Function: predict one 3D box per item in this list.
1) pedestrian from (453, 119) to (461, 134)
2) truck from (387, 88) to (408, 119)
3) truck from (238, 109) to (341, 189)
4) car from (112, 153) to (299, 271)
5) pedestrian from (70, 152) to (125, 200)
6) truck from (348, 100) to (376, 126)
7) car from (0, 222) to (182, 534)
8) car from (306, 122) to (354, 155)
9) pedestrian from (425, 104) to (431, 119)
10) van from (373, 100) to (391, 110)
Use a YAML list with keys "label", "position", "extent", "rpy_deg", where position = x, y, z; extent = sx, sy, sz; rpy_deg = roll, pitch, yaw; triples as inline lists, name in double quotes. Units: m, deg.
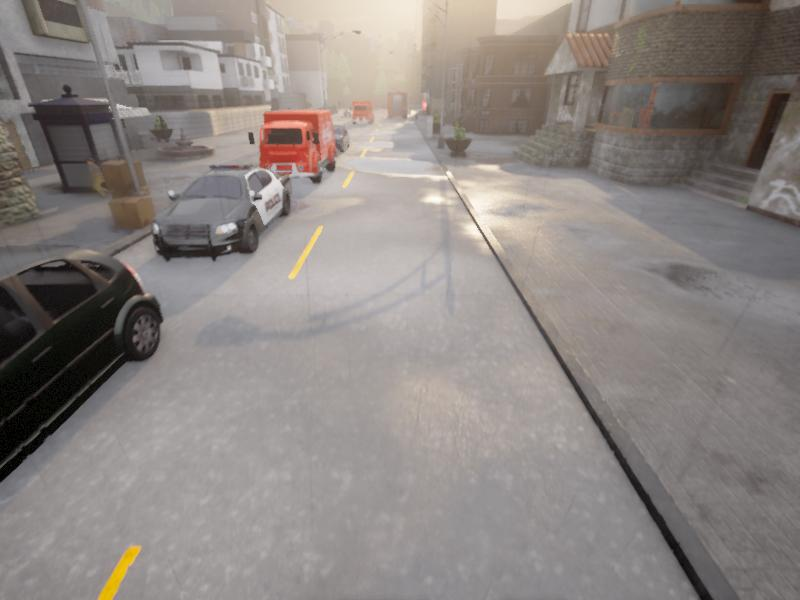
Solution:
- label: "pedestrian"
  position: [4.738, -14.473, 33.389]
  extent: [0.500, 1.100, 0.500]
  rpy_deg: [-4, 27, -8]
- label: "truck"
  position: [-0.361, -29.150, 59.313]
  extent: [2.891, 3.827, 8.468]
  rpy_deg: [0, 27, 0]
- label: "truck"
  position: [-4.114, -6.320, 16.262]
  extent: [2.627, 2.467, 5.204]
  rpy_deg: [0, 27, 0]
- label: "car"
  position: [-4.076, -2.383, 9.617]
  extent: [2.038, 1.542, 4.974]
  rpy_deg: [0, 27, 0]
- label: "pedestrian"
  position: [-9.466, -3.900, 12.551]
  extent: [0.751, 1.300, 0.751]
  rpy_deg: [9, 29, 18]
- label: "truck"
  position: [-4.286, -21.529, 45.946]
  extent: [2.627, 2.467, 5.204]
  rpy_deg: [0, 27, 0]
- label: "car"
  position: [-4.042, 0.661, 3.594]
  extent: [1.851, 1.617, 3.988]
  rpy_deg: [0, 27, 0]
- label: "car"
  position: [-4.163, -10.017, 24.660]
  extent: [2.033, 1.411, 5.357]
  rpy_deg: [0, 27, 0]
- label: "pedestrian"
  position: [3.741, -25.525, 54.115]
  extent: [0.751, 1.860, 0.751]
  rpy_deg: [0, 27, 0]
- label: "van"
  position: [-4.279, -46.065, 94.332]
  extent: [4.442, 1.987, 1.775]
  rpy_deg: [23, 35, 38]
